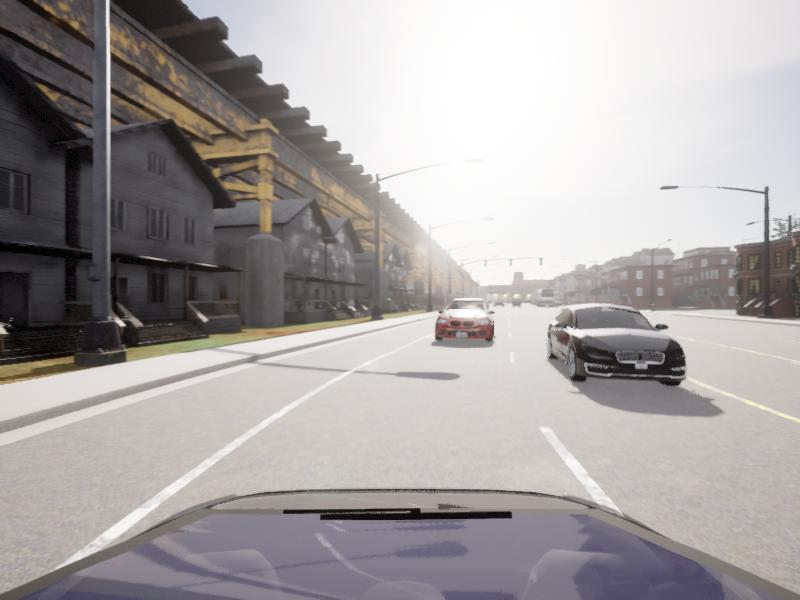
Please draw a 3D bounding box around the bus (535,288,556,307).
[{"bbox_3d":[35.092,-0.509,96.752,3.944,4.253,10.273,0,0,15],"label":"bus"}]

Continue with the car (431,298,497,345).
[{"bbox_3d":[2.832,0.758,16.715,2.242,1.667,4.611,0,0,15],"label":"car"}]

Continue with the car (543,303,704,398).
[{"bbox_3d":[4.568,0.848,9.099,1.837,1.490,4.892,0,0,12],"label":"car"}]

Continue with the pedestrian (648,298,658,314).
[{"bbox_3d":[28.418,0.664,45.001,0.751,1.860,0.751,0,0,11],"label":"pedestrian"}]
